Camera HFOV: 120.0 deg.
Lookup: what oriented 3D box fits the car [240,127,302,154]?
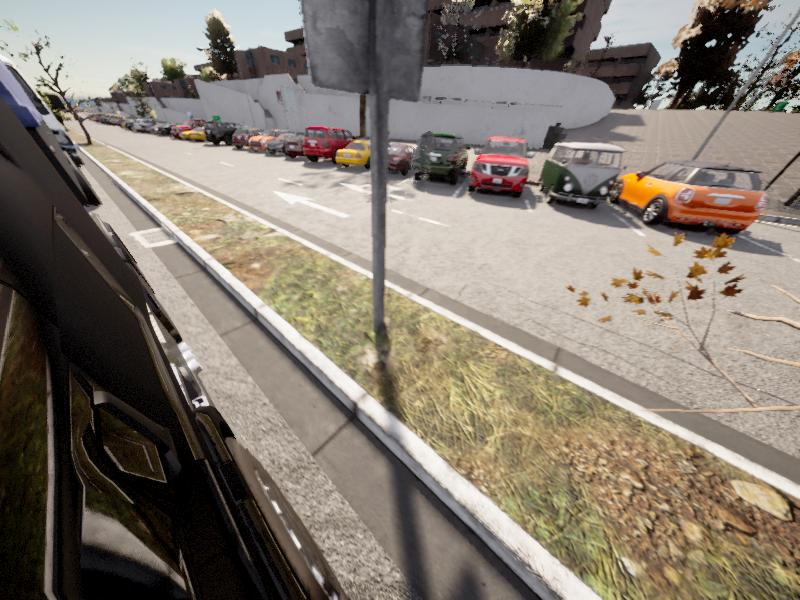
[{"bbox_3d":[-11.550,-14.671,21.178,2.185,1.767,4.553,14,37,14],"label":"car"}]

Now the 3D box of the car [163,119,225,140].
[{"bbox_3d":[-27.784,-23.092,31.463,2.435,2.045,5.566,14,37,14],"label":"car"}]

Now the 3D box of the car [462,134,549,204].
[{"bbox_3d":[4.644,-6.288,10.663,2.435,2.045,5.566,14,37,14],"label":"car"}]

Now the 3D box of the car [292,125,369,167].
[{"bbox_3d":[-4.601,-11.164,16.661,2.435,2.045,5.566,13,37,14],"label":"car"}]

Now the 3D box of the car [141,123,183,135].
[{"bbox_3d":[-41.696,-29.995,40.609,2.002,1.452,4.674,14,37,14],"label":"car"}]

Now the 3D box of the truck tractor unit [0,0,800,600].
[{"bbox_3d":[-2.645,-0.295,0.351,6.516,4.208,3.053,28,44,30],"label":"truck tractor unit"}]

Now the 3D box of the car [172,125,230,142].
[{"bbox_3d":[-25.531,-21.619,29.995,1.946,1.575,5.366,14,37,14],"label":"car"}]

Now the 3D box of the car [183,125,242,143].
[{"bbox_3d":[-23.097,-20.633,28.796,1.946,1.575,5.366,13,37,14],"label":"car"}]

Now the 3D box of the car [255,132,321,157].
[{"bbox_3d":[-9.246,-13.353,19.751,2.231,1.521,4.892,14,37,14],"label":"car"}]

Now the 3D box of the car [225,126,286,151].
[{"bbox_3d":[-13.895,-15.837,22.612,2.185,1.767,4.553,13,37,14],"label":"car"}]

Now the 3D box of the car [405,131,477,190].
[{"bbox_3d":[2.344,-7.537,12.204,2.435,2.045,5.566,14,37,14],"label":"car"}]

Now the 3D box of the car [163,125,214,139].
[{"bbox_3d":[-30.115,-24.052,33.120,2.163,1.488,4.792,13,37,14],"label":"car"}]

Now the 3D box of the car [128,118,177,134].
[{"bbox_3d":[-46.321,-32.647,43.428,2.435,2.045,5.566,13,37,14],"label":"car"}]

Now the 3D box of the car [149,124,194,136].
[{"bbox_3d":[-37.062,-27.618,37.630,2.002,1.452,4.674,14,37,14],"label":"car"}]

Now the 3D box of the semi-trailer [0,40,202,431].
[{"bbox_3d":[-8.725,-3.569,4.224,14.254,4.402,2.717,28,43,30],"label":"semi-trailer"}]

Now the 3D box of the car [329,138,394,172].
[{"bbox_3d":[-2.242,-9.843,15.446,1.946,1.575,5.366,13,37,14],"label":"car"}]

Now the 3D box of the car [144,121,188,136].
[{"bbox_3d":[-39.363,-28.957,39.045,2.185,1.767,4.553,14,37,14],"label":"car"}]

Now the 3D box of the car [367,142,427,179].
[{"bbox_3d":[0.006,-8.496,13.840,2.002,1.452,4.674,14,37,14],"label":"car"}]

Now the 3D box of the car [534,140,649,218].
[{"bbox_3d":[6.916,-4.999,9.110,1.878,1.987,4.442,14,38,14],"label":"car"}]

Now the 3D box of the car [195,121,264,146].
[{"bbox_3d":[-18.509,-18.365,25.555,2.435,2.045,5.566,13,37,14],"label":"car"}]

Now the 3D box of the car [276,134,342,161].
[{"bbox_3d":[-6.931,-12.142,18.307,2.163,1.488,4.792,13,37,14],"label":"car"}]

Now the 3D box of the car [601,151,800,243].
[{"bbox_3d":[9.229,-3.735,7.721,2.185,1.767,4.553,14,37,15],"label":"car"}]

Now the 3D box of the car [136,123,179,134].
[{"bbox_3d":[-44.016,-31.222,42.112,2.163,1.488,4.792,13,37,14],"label":"car"}]

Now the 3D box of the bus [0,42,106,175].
[{"bbox_3d":[-19.998,-9.481,11.648,10.273,4.253,3.944,27,43,29],"label":"bus"}]

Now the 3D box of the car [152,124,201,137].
[{"bbox_3d":[-34.749,-26.459,36.108,2.097,1.535,5.008,13,37,15],"label":"car"}]
